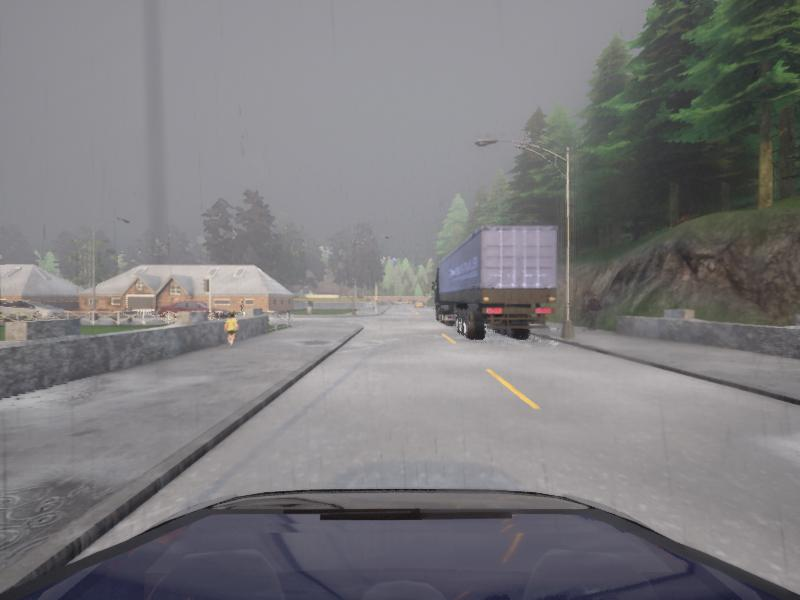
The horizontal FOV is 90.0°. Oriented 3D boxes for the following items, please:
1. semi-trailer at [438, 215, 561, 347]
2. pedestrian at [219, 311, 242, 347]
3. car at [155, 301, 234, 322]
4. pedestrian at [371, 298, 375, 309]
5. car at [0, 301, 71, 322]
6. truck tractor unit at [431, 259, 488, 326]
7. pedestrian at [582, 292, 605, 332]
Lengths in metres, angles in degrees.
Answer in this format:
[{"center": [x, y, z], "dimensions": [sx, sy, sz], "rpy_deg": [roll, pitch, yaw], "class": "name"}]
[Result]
[{"center": [4.008, -0.610, 20.477], "dimensions": [2.717, 4.402, 14.254], "rpy_deg": [0, 0, 0], "class": "semi-trailer"}, {"center": [-5.371, 0.909, 12.694], "dimensions": [0.500, 1.100, 0.500], "rpy_deg": [0, 0, 0], "class": "pedestrian"}, {"center": [-15.370, 0.834, 30.103], "dimensions": [5.008, 1.535, 1.882], "rpy_deg": [0, 0, 0], "class": "car"}, {"center": [-4.498, 0.556, 66.627], "dimensions": [0.751, 1.860, 0.751], "rpy_deg": [0, 0, 2], "class": "pedestrian"}, {"center": [-27.810, 0.840, 30.093], "dimensions": [4.514, 1.525, 2.007], "rpy_deg": [0, 0, 0], "class": "car"}, {"center": [4.005, -0.512, 28.391], "dimensions": [3.053, 4.208, 6.516], "rpy_deg": [0, 0, 0], "class": "truck tractor unit"}, {"center": [9.156, 0.540, 18.951], "dimensions": [0.751, 1.860, 0.751], "rpy_deg": [0, 0, 2], "class": "pedestrian"}]
